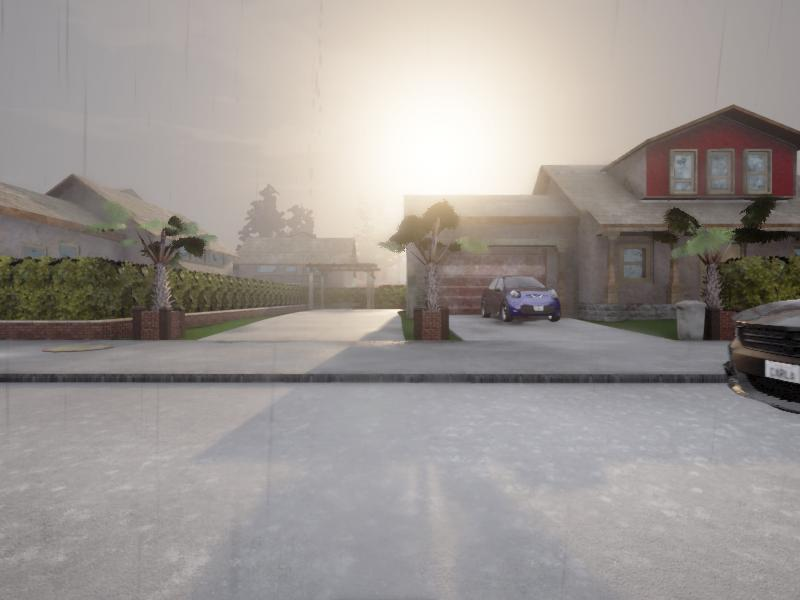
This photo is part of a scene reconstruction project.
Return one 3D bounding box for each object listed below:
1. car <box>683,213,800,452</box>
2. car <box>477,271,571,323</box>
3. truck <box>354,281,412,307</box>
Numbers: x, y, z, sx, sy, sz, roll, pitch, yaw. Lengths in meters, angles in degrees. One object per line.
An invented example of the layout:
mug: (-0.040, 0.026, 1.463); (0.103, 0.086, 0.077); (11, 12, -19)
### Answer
car: (5.074, 0.223, 2.679); (5.008, 1.535, 1.882); (0, 0, 0)
car: (3.891, -0.082, 13.247); (1.845, 1.501, 3.633); (0, 0, -3)
truck: (-2.477, -0.921, 60.272); (8.468, 3.827, 2.891); (0, 0, 0)
